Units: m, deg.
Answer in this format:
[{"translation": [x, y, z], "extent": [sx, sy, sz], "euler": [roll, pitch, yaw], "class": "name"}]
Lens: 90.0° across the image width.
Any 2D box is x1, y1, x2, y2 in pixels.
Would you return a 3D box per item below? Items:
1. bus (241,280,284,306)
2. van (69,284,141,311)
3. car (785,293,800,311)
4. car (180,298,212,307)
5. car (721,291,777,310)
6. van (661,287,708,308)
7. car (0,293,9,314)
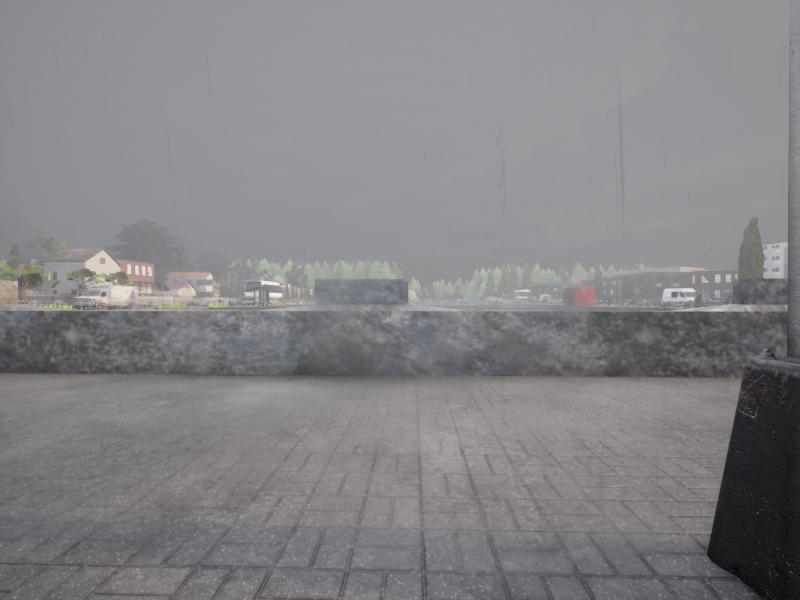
[{"translation": [-24.277, -1.139, 71.389], "extent": [3.944, 4.253, 10.273], "euler": [0, 0, 2], "class": "bus"}, {"translation": [-29.223, -0.222, 39.966], "extent": [2.351, 2.431, 6.366], "euler": [0, 0, 2], "class": "van"}, {"translation": [36.340, 0.201, 34.239], "extent": [1.801, 1.575, 5.366], "euler": [0, 0, 2], "class": "car"}, {"translation": [-28.665, 0.344, 56.403], "extent": [1.895, 1.301, 4.718], "euler": [0, 0, 2], "class": "car"}, {"translation": [36.603, 0.052, 42.120], "extent": [1.932, 1.855, 4.605], "euler": [0, 0, 2], "class": "car"}, {"translation": [36.935, -0.277, 52.200], "extent": [1.988, 2.561, 5.915], "euler": [0, 0, 2], "class": "van"}, {"translation": [-29.662, 0.245, 26.914], "extent": [1.837, 1.490, 4.892], "euler": [0, 0, 2], "class": "car"}]
